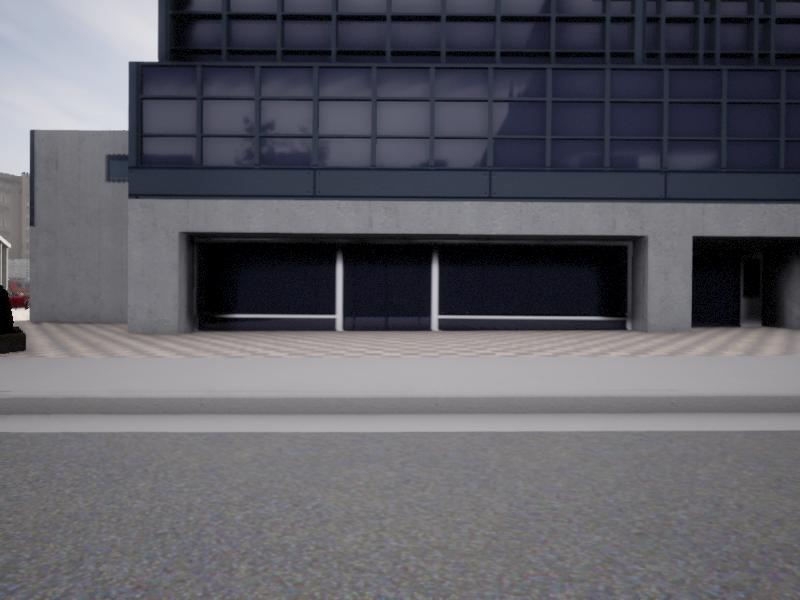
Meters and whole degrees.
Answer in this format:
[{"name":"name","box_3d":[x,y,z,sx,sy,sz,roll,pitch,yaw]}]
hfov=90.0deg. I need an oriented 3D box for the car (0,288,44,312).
[{"name":"car","box_3d":[-24.732,-0.004,24.545,1.994,1.385,4.181,0,0,0]}]
